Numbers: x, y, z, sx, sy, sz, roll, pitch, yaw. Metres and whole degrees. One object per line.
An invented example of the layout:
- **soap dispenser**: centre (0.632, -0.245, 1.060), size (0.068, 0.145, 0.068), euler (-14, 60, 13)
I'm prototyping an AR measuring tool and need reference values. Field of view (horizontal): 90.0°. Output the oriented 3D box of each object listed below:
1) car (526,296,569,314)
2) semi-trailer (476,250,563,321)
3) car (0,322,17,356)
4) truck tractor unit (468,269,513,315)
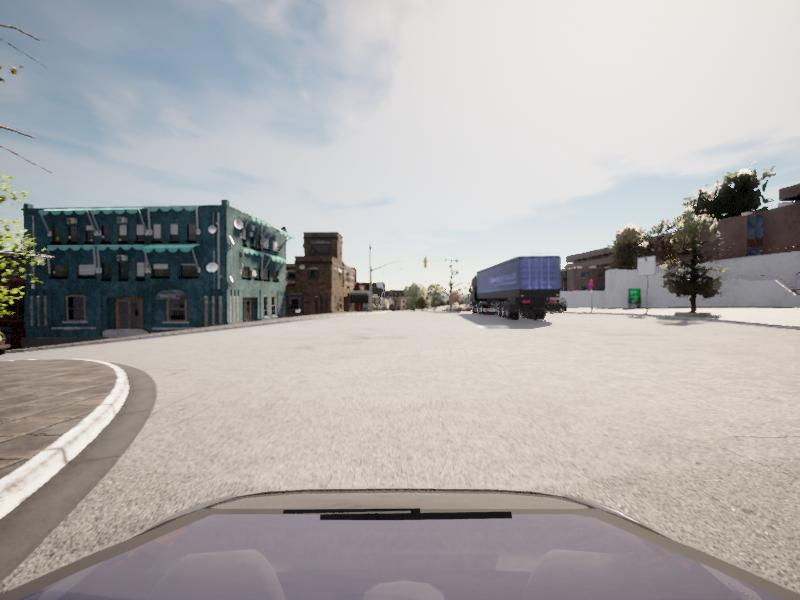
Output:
- **car**: centre (16.852, 0.563, 45.793), size (4.442, 1.987, 1.878), euler (1, -1, -20)
- **semi-trailer**: centre (8.840, -0.849, 32.224), size (2.717, 4.402, 14.254), euler (-1, 0, 0)
- **car**: centre (-24.776, 2.446, 22.838), size (3.866, 1.878, 1.905), euler (-6, 1, 2)
- **truck tractor unit**: centre (8.891, -0.680, 40.150), size (3.053, 4.208, 6.516), euler (0, -1, 0)
